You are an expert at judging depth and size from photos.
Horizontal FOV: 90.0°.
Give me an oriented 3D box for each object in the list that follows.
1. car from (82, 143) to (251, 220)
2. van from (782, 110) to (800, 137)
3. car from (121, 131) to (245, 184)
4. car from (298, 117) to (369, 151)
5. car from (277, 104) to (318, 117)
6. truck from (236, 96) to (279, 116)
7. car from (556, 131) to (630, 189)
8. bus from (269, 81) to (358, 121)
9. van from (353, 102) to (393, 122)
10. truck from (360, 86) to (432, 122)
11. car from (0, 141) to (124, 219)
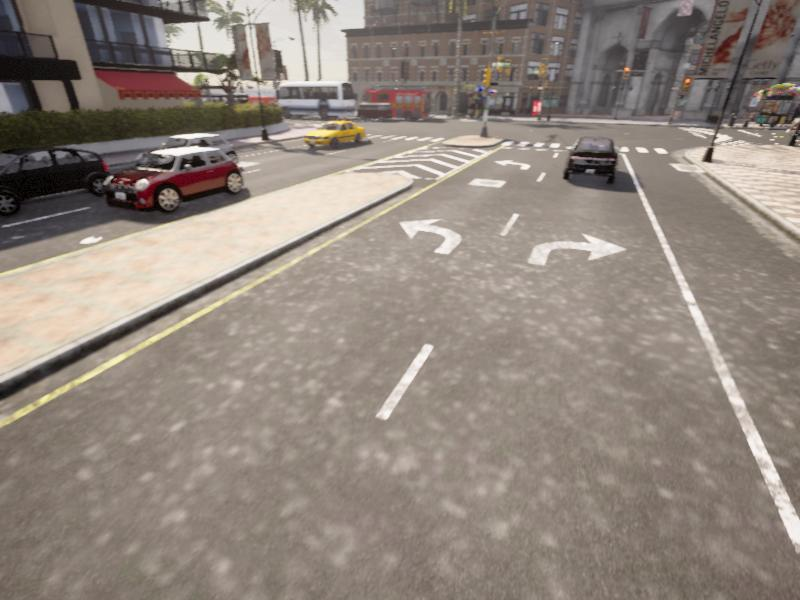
[{"bbox_3d":[-6.753,-3.749,12.136,1.970,1.475,3.806,12,29,21],"label":"car"},{"bbox_3d":[35.283,-14.608,33.202,4.442,1.987,1.775,12,29,21],"label":"van"},{"bbox_3d":[-8.562,-5.874,16.222,1.970,1.475,3.806,12,29,21],"label":"car"},{"bbox_3d":[-4.042,-10.650,25.427,1.801,1.575,5.366,12,29,21],"label":"car"},{"bbox_3d":[-14.375,-26.675,56.224,5.238,1.638,1.930,11,29,21],"label":"car"},{"bbox_3d":[-20.803,-28.398,58.561,5.204,2.467,2.627,12,29,21],"label":"truck"},{"bbox_3d":[7.892,-5.890,16.451,2.128,1.511,4.902,12,29,21],"label":"car"},{"bbox_3d":[-10.886,-25.281,50.734,10.273,4.253,3.944,12,29,21],"label":"bus"},{"bbox_3d":[-3.215,-22.720,48.351,4.442,1.987,1.775,12,29,21],"label":"van"},{"bbox_3d":[-0.597,-24.748,50.313,8.468,3.827,2.891,12,29,21],"label":"truck"},{"bbox_3d":[-10.733,-3.635,11.773,1.789,1.549,3.705,12,29,21],"label":"car"}]
